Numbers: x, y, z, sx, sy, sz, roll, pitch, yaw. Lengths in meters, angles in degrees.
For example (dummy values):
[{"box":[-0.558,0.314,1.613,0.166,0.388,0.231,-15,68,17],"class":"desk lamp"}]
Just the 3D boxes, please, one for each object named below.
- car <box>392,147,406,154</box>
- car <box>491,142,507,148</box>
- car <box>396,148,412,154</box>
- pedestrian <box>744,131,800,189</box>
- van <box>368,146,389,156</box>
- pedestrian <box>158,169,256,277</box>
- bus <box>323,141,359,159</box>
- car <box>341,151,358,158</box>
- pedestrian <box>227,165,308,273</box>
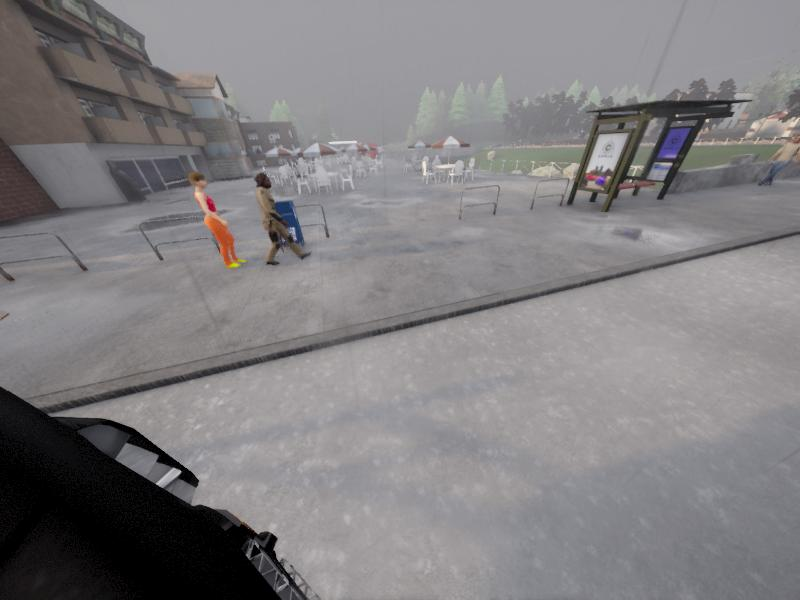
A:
[{"box":[-0.362,-51.478,79.757,4.553,1.767,2.097,-12,35,-13],"class":"car"},{"box":[36.334,-56.801,84.852,4.856,1.649,2.033,-12,35,-13],"class":"car"},{"box":[1.421,-49.473,76.724,4.856,1.649,2.033,-12,35,-13],"class":"car"},{"box":[14.965,-5.456,9.013,0.751,1.860,0.751,-12,35,-13],"class":"pedestrian"},{"box":[-6.973,-48.043,74.554,6.366,2.431,2.351,-12,35,-13],"class":"van"},{"box":[-3.697,-1.527,4.649,0.751,1.860,0.751,-19,37,-22],"class":"pedestrian"},{"box":[-18.920,-48.553,74.660,10.273,4.253,3.944,-12,35,-13],"class":"bus"},{"box":[-15.903,-45.814,72.706,4.974,1.542,2.038,-12,35,-13],"class":"car"},{"box":[-2.534,-1.614,4.684,0.751,1.860,0.751,-11,34,-12],"class":"pedestrian"}]
